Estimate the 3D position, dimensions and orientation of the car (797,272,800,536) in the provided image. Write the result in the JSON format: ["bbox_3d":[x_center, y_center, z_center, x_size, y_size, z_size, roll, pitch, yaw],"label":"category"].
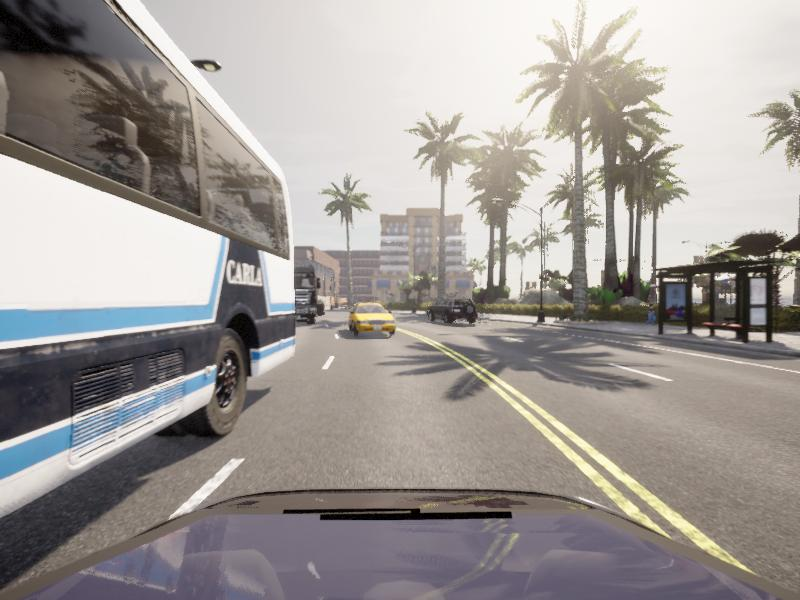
[{"bbox_3d":[3.867,0.694,0.489,2.097,1.767,4.553,0,0,-4],"label":"car"}]

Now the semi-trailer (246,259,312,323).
[{"bbox_3d":[-10.797,-0.611,34.068,2.717,4.402,14.254,0,0,-28],"label":"semi-trailer"}]

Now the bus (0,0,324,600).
[{"bbox_3d":[-3.337,-0.533,2.535,3.944,4.253,10.273,0,0,-1],"label":"bus"}]

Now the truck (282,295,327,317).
[{"bbox_3d":[-9.709,0.553,40.213,2.390,2.098,6.274,0,0,-32],"label":"truck"}]

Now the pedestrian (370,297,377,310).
[{"bbox_3d":[-3.849,0.501,58.078,0.751,1.860,0.751,0,0,-36],"label":"pedestrian"}]

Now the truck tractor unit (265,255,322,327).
[{"bbox_3d":[-7.347,-0.516,26.957,3.053,4.208,6.516,0,0,-20],"label":"truck tractor unit"}]

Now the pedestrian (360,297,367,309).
[{"bbox_3d":[-5.607,0.502,61.039,0.751,1.860,0.751,0,0,45],"label":"pedestrian"}]

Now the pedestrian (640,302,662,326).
[{"bbox_3d":[13.803,0.770,22.002,0.751,1.300,0.751,0,0,-6],"label":"pedestrian"}]

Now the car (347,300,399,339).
[{"bbox_3d":[-1.443,0.807,19.018,1.801,1.575,5.366,0,0,-11],"label":"car"}]

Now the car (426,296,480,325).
[{"bbox_3d":[3.513,0.660,27.417,1.932,1.855,4.605,0,0,-17],"label":"car"}]
